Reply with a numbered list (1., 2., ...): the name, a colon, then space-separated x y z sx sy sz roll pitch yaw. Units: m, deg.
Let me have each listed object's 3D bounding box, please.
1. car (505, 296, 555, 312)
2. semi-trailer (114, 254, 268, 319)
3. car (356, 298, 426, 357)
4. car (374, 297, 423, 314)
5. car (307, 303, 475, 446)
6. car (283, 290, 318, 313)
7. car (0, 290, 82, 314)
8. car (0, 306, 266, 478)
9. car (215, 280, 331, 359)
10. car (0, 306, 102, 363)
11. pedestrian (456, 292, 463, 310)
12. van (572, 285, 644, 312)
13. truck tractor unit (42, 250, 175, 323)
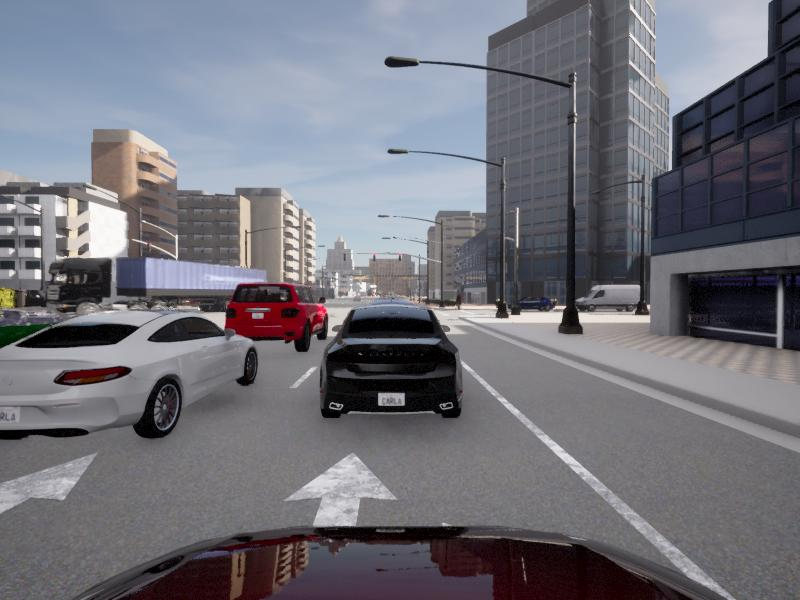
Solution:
1. car: 12.427 0.376 38.379 4.193 1.474 1.816 0 1 -1
2. semi-trailer: -16.595 -1.029 34.159 2.717 4.402 14.254 1 1 15
3. car: -0.289 0.737 13.310 1.882 1.535 5.008 0 1 -1
4. car: -0.085 0.444 35.191 4.193 1.474 1.816 0 1 6
5. car: -0.149 0.835 6.827 1.837 1.490 4.892 0 0 -1
6. car: -9.712 0.102 38.720 2.150 2.045 5.566 0 1 -27
7. car: -30.852 0.145 34.241 5.566 2.045 2.150 0 1 -1
8. car: -3.631 0.861 5.908 1.812 1.442 4.674 0 0 -1
9. car: -3.796 0.479 13.206 2.150 2.045 5.566 0 1 -1
10. car: -10.746 0.884 10.850 1.895 1.301 4.718 0 1 -1
11. pedestrian: 6.072 0.111 40.968 0.751 1.860 0.751 0 1 9
12. van: 19.906 -0.155 38.479 5.915 2.561 1.988 0 1 -1
13. truck tractor unit: -19.139 -0.810 26.735 3.053 4.208 6.516 1 1 32
